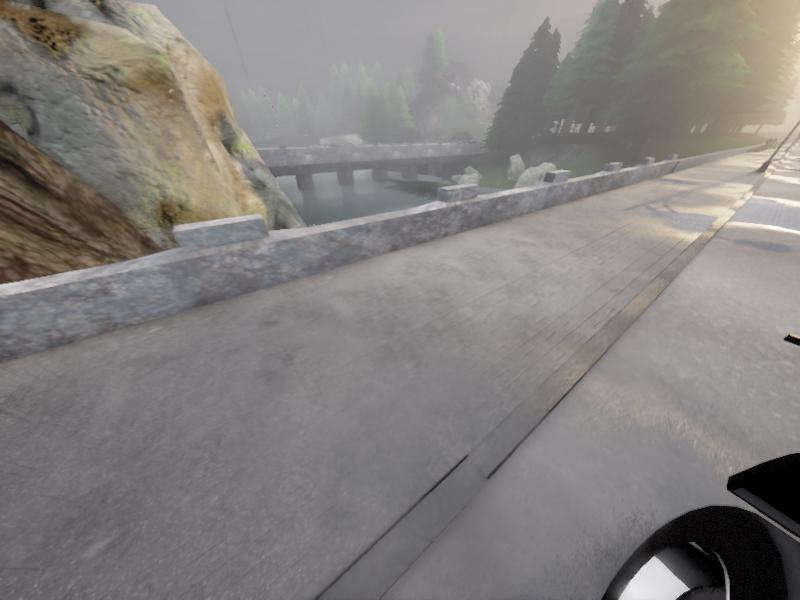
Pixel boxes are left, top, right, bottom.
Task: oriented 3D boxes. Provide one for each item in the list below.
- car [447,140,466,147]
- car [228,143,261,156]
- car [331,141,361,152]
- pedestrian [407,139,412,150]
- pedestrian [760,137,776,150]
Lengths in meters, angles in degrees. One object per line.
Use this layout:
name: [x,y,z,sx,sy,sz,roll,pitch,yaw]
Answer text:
car: [16.000,-44.310,65.386,4.792,1.488,2.163,-22,41,-28]
car: [-25.458,-24.742,37.823,3.988,1.617,1.851,-22,41,-28]
car: [-10.731,-30.730,46.178,5.238,1.638,1.930,-22,41,-28]
pedestrian: [1.949,-32.398,48.034,0.751,1.860,0.751,-22,41,-28]
pedestrian: [66.183,-28.168,41.540,0.751,1.860,0.751,-22,40,-27]
